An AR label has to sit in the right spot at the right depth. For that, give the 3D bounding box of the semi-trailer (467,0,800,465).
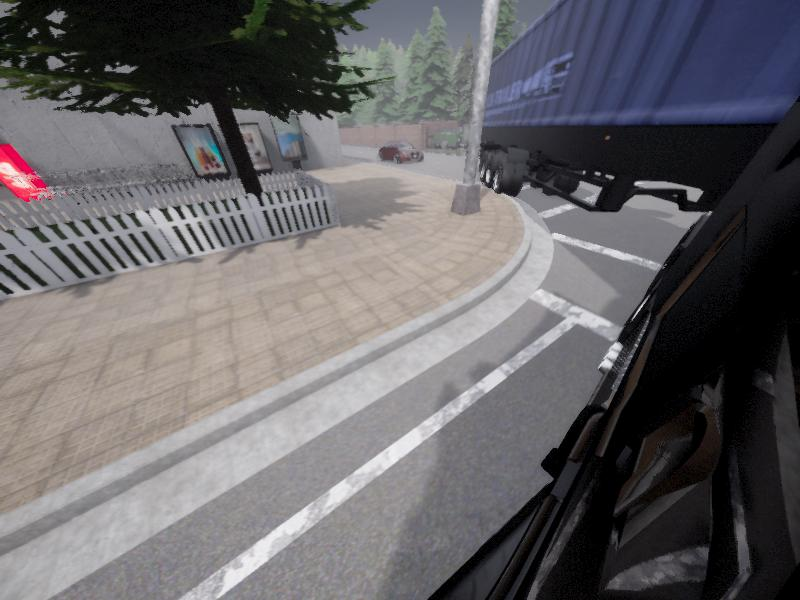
[{"bbox_3d":[4.576,-4.765,6.014,2.717,4.402,14.254,2,37,4],"label":"semi-trailer"}]

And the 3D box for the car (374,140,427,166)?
[{"bbox_3d":[-0.032,-11.279,17.560,1.994,1.385,4.181,-23,41,-25],"label":"car"}]

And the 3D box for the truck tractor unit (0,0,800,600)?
[{"bbox_3d":[2.645,-0.295,0.351,6.516,4.208,3.053,-28,44,-30],"label":"truck tractor unit"}]
